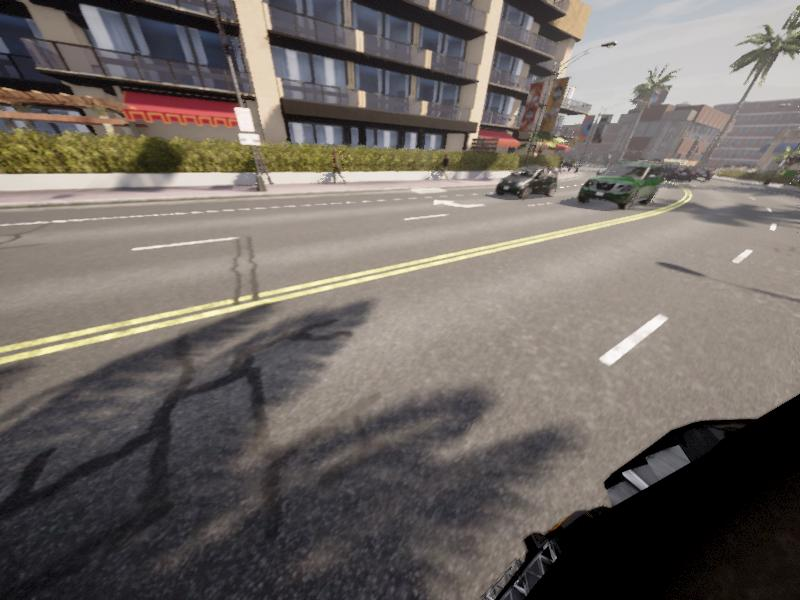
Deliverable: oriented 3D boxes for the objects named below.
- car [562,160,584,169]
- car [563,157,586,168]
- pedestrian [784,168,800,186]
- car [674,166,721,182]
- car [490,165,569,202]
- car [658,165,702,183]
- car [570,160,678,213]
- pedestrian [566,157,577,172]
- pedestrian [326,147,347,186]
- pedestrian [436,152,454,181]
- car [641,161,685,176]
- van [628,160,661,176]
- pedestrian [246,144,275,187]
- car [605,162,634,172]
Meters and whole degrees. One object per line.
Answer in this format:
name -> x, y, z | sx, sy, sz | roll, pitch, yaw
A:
car -> 37.722, -29.745, 50.570 | 1.970, 1.475, 3.806 | 3, 33, 1
car -> 41.084, -32.439, 54.465 | 1.905, 1.878, 3.866 | 0, 33, -5
pedestrian -> 50.229, -15.494, 29.109 | 0.751, 1.860, 0.751 | 13, 35, 15
car -> 42.594, -18.255, 33.279 | 2.152, 1.651, 5.027 | 17, 36, 21
car -> 7.609, -6.958, 13.626 | 3.988, 1.617, 1.851 | -17, 38, -28
car -> 37.055, -16.899, 30.780 | 2.242, 1.667, 4.611 | 20, 37, 24
car -> 12.177, -6.293, 12.546 | 5.566, 2.045, 2.150 | -18, 39, -29
pedestrian -> 26.158, -20.668, 35.216 | 0.751, 1.860, 0.751 | 21, 37, 25
pedestrian -> -3.696, -7.775, 13.496 | 0.751, 1.860, 0.751 | -19, 39, -29
pedestrian -> 3.400, -10.126, 17.576 | 0.751, 1.860, 0.751 | -15, 37, -24
car -> 46.487, -23.456, 41.065 | 2.150, 2.045, 5.566 | 10, 34, 11
van -> 42.277, -22.974, 40.088 | 1.775, 1.987, 4.442 | 13, 35, 15
pedestrian -> -7.283, -7.023, 12.095 | 0.751, 1.860, 0.751 | -17, 38, -28
car -> 44.338, -26.953, 46.814 | 1.994, 1.385, 4.181 | 5, 33, 4
